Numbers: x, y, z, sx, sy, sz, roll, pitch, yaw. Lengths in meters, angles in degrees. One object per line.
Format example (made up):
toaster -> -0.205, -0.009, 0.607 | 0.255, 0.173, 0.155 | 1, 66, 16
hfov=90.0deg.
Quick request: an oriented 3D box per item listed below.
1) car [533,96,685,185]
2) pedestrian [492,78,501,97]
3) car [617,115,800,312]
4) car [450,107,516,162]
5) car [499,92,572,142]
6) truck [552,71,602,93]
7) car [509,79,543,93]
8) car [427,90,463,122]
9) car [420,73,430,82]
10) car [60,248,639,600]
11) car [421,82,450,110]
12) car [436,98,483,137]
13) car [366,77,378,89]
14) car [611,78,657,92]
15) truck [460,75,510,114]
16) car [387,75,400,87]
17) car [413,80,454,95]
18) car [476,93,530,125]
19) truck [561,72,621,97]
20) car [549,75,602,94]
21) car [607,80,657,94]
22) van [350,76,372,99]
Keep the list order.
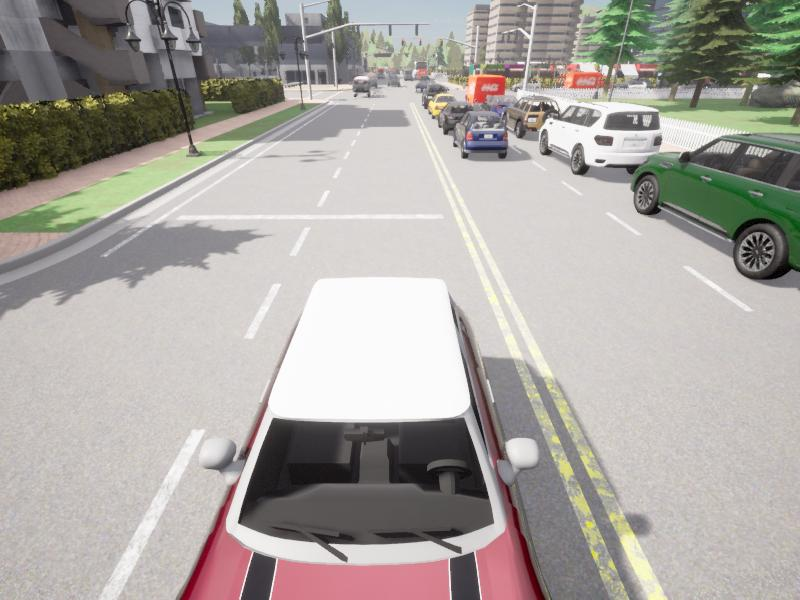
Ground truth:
car -> 6.666, -5.726, 13.802 | 2.150, 2.045, 5.566 | 0, 30, -1
pedestrian -> 11.029, -24.296, 45.749 | 0.751, 1.860, 0.751 | 7, 31, 11
car -> 6.756, -2.045, 7.495 | 2.150, 2.045, 5.566 | 0, 30, -1
car -> 3.140, -6.676, 15.917 | 1.789, 1.549, 3.705 | 0, 30, -1
car -> 6.581, -9.309, 20.106 | 1.932, 1.855, 4.605 | 0, 30, -1
truck -> 23.855, -29.598, 54.288 | 5.204, 2.467, 2.627 | -1, 30, -2
car -> 17.066, -29.142, 54.350 | 3.988, 1.617, 1.851 | 0, 30, 0
car -> 2.983, -13.394, 27.397 | 1.801, 1.575, 5.366 | 0, 30, -1
car -> 5.612, -51.020, 91.789 | 1.930, 1.638, 5.238 | 0, 30, -1
car -> -0.172, 1.065, 2.755 | 1.970, 1.475, 3.806 | 0, 30, 0
car -> 2.901, -17.074, 33.406 | 1.932, 1.855, 4.605 | 0, 30, -1
car -> 3.063, -9.828, 21.393 | 1.816, 1.474, 4.193 | 0, 30, -1
car -> -4.521, -35.124, 64.629 | 1.789, 1.549, 3.705 | 0, 30, -1
car -> 31.958, -29.396, 54.750 | 4.856, 1.649, 2.033 | -1, 30, -2
truck -> 6.430, -16.072, 31.103 | 2.627, 2.467, 5.204 | 0, 30, -1
car -> -1.076, -37.601, 68.656 | 2.097, 1.767, 4.553 | 0, 30, -1
car -> 4.149, -26.971, 50.757 | 4.792, 1.488, 2.163 | 23, 37, 34
car -> 6.504, -12.430, 25.845 | 2.163, 1.488, 4.792 | 0, 30, -1
truck -> 22.117, -25.095, 46.560 | 5.204, 2.467, 2.627 | -1, 30, -2
car -> 22.417, -27.627, 51.320 | 5.566, 2.045, 2.150 | -1, 30, -2
car -> 29.863, -27.541, 51.687 | 4.974, 1.542, 2.038 | -1, 30, -2
van -> -4.250, -23.694, 44.582 | 2.069, 2.038, 4.480 | 0, 30, -1
